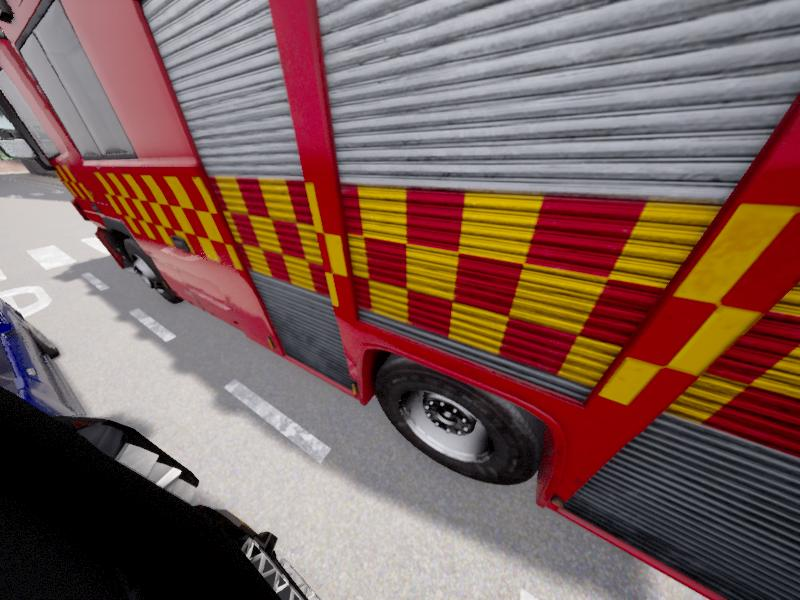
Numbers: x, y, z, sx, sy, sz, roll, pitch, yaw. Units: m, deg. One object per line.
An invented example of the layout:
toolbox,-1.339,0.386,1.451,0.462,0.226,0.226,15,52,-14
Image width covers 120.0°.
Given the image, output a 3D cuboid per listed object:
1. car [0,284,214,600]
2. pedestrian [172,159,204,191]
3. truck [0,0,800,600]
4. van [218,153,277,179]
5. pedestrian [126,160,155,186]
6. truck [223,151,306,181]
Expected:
car,-3.700,0.997,1.439,4.718,1.301,1.895,16,38,26
pedestrian,-14.441,-8.535,15.772,0.751,1.860,0.751,17,38,26
truck,-1.178,-1.542,2.829,8.468,3.827,2.891,16,38,26
van,-15.608,-14.016,24.023,1.775,1.987,4.442,16,38,26
pedestrian,-21.847,-10.699,19.467,0.751,1.860,0.751,16,38,25
truck,-12.702,-13.055,22.308,2.390,2.098,6.274,16,38,26
